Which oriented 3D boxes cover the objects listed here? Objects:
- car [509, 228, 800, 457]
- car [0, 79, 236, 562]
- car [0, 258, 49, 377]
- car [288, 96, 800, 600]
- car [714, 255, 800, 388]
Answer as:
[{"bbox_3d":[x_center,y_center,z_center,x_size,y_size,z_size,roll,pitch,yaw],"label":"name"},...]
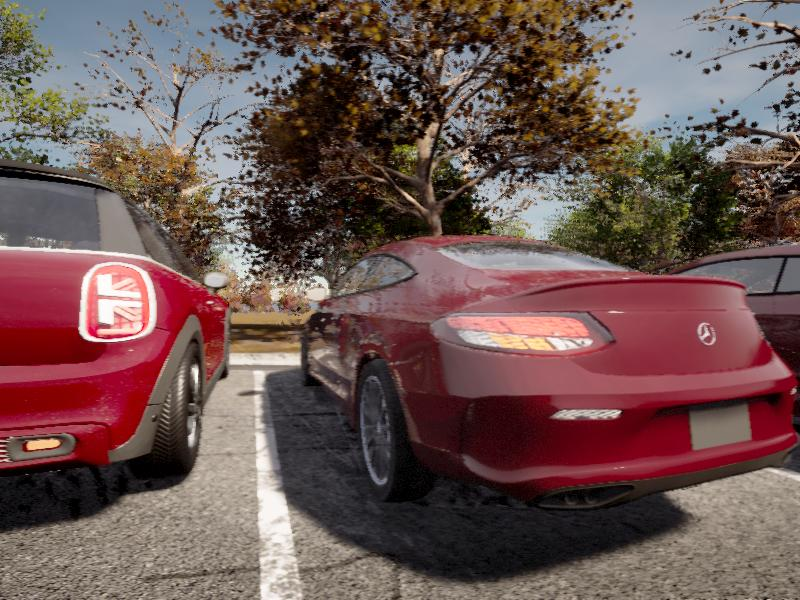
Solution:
[{"bbox_3d":[3.225,0.279,3.531,2.002,1.452,4.674,0,-1,-21],"label":"car"},{"bbox_3d":[-2.688,0.094,3.441,2.185,1.767,4.553,0,-1,-20],"label":"car"},{"bbox_3d":[-5.724,0.210,3.638,1.946,1.575,5.366,0,-1,-20],"label":"car"},{"bbox_3d":[0.264,0.270,3.488,2.002,1.452,4.674,0,-1,-20],"label":"car"},{"bbox_3d":[6.258,0.243,3.423,1.946,1.575,5.366,1,-1,-21],"label":"car"}]
